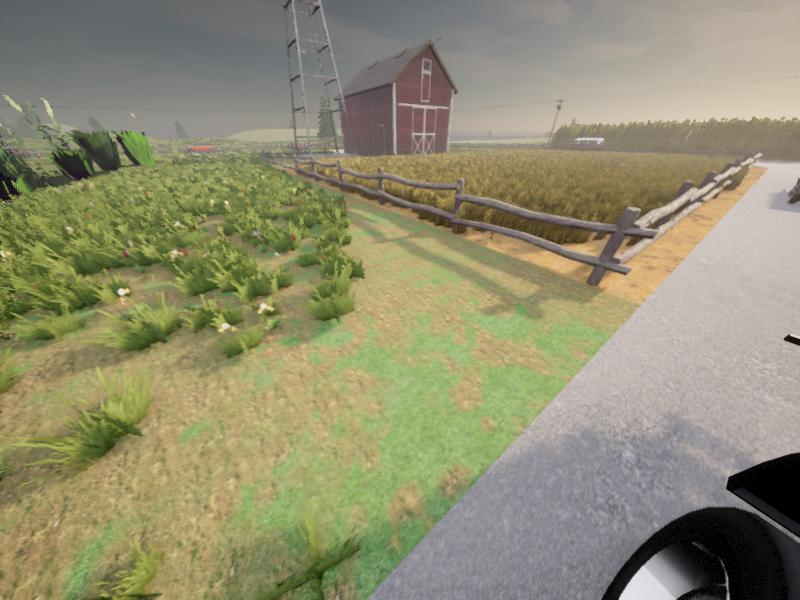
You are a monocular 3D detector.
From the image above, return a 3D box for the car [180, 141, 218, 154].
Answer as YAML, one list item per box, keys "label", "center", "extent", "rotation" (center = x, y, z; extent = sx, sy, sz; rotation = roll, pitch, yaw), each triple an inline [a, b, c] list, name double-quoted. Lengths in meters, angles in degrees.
- label: "car"
  center: [-35.086, -26.719, 40.514]
  extent: [4.553, 1.767, 2.097]
  rotation: [-18, 39, -24]

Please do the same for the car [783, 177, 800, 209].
- label: "car"
  center: [17.219, -4.476, 9.006]
  extent: [4.718, 1.301, 1.895]
  rotation: [-22, 41, -28]

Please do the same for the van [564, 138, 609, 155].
- label: "van"
  center: [28.235, -23.468, 35.225]
  extent: [2.069, 2.038, 4.480]
  rotation: [-22, 41, -28]

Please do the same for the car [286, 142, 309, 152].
- label: "car"
  center: [-20.911, -31.300, 47.182]
  extent: [3.806, 1.475, 1.970]
  rotation: [-18, 39, -24]
